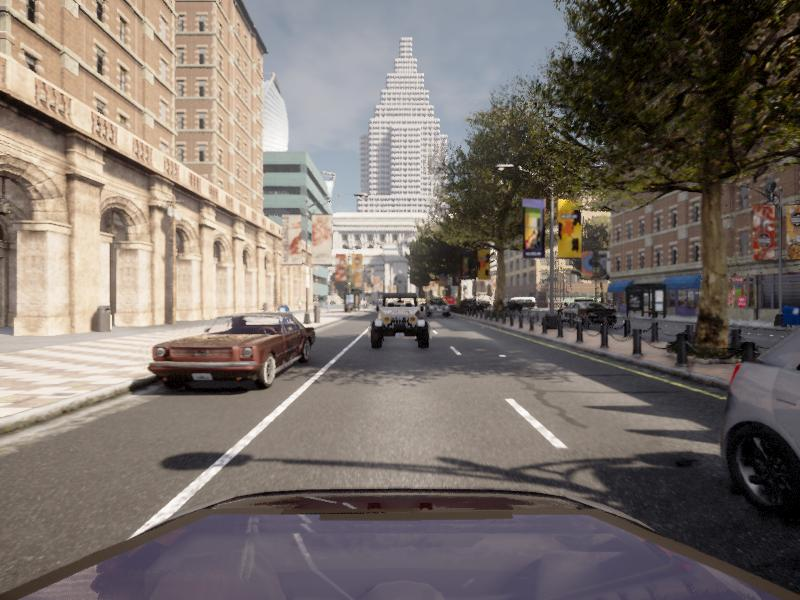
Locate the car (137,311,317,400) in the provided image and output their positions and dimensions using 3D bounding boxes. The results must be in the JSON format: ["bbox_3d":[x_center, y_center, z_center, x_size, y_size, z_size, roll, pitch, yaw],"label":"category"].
[{"bbox_3d":[-3.250,0.946,8.743,1.895,1.301,4.718,0,0,0],"label":"car"}]

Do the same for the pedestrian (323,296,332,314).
[{"bbox_3d":[-7.699,0.520,42.686,0.751,1.860,0.751,0,0,5],"label":"pedestrian"}]

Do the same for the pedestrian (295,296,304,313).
[{"bbox_3d":[-11.691,0.523,46.558,0.751,1.860,0.751,0,0,6],"label":"pedestrian"}]

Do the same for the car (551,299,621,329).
[{"bbox_3d":[11.530,0.792,25.237,1.930,1.638,5.238,0,0,0],"label":"car"}]

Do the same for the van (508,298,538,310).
[{"bbox_3d":[20.337,0.626,66.382,4.480,2.038,2.069,0,0,26],"label":"van"}]

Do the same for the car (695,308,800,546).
[{"bbox_3d":[3.484,0.827,1.645,1.845,1.501,3.633,0,0,0],"label":"car"}]

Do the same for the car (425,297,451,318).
[{"bbox_3d":[3.493,0.683,37.478,1.932,1.855,4.605,0,0,0],"label":"car"}]

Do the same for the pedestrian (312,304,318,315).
[{"bbox_3d":[-8.098,0.896,38.075,0.500,1.100,0.500,0,0,-2],"label":"pedestrian"}]

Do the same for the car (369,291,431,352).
[{"bbox_3d":[-0.002,0.658,14.328,1.905,1.878,3.866,0,0,0],"label":"car"}]
